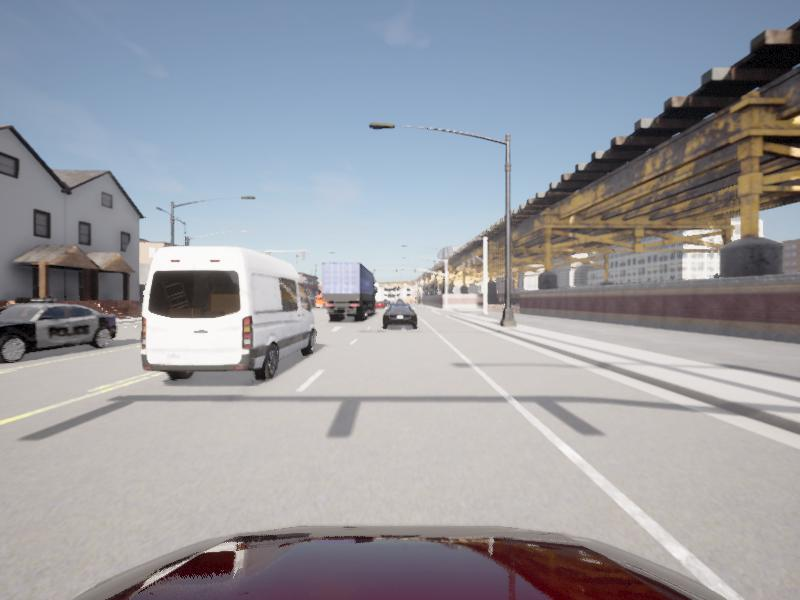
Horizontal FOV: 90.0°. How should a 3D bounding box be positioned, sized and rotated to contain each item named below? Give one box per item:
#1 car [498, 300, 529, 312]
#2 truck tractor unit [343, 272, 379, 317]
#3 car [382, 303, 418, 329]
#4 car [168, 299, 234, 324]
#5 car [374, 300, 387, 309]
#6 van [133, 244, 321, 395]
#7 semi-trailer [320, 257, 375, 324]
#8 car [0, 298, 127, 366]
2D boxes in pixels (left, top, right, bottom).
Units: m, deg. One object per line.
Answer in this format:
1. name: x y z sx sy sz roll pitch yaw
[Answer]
1. car: 15.941 0.770 56.115 2.038 1.542 4.974 0 0 44
2. truck tractor unit: -3.898 -0.535 41.340 3.053 4.208 6.516 0 0 0
3. car: 0.003 0.897 23.795 1.994 1.385 4.181 0 0 0
4. car: -13.841 0.745 28.199 2.242 1.667 4.611 0 0 1
5. car: -3.510 0.818 72.096 2.163 1.488 4.792 0 0 0
6. van: -3.513 0.317 9.715 1.988 2.561 5.915 0 0 0
7. semi-trailer: -3.889 -0.632 33.427 2.717 4.402 14.254 0 0 0
8. car: -10.551 0.765 11.442 1.930 1.638 5.238 0 0 -1
